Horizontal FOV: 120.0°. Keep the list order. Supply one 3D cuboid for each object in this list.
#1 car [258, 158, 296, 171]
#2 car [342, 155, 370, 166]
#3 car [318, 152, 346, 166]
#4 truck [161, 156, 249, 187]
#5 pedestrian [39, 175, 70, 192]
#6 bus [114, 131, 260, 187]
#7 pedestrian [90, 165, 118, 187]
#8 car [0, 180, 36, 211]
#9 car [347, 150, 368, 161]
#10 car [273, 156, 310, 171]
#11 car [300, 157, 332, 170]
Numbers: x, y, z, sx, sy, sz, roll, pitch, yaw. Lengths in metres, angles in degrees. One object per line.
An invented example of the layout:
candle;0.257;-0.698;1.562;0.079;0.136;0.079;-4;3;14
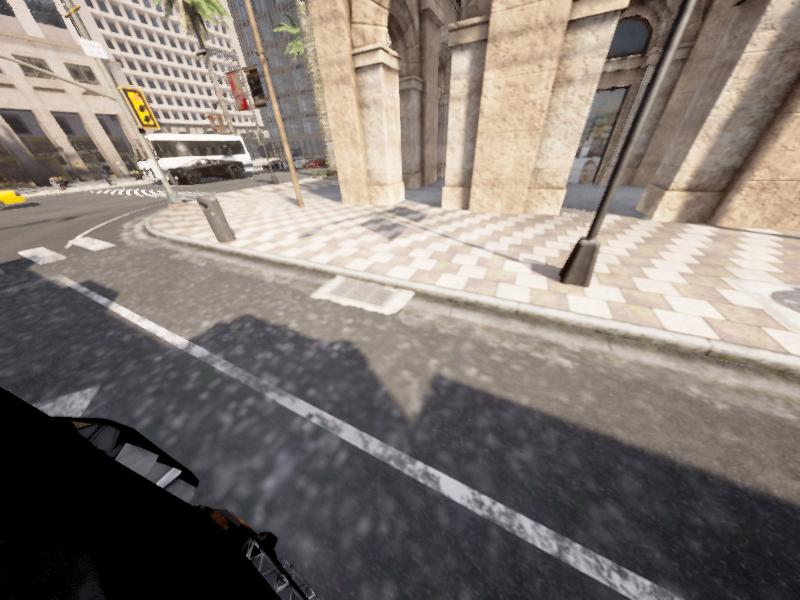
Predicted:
car;-19.359;-21.485;36.562;2.163;1.488;4.792;13;37;23
car;-7.087;-22.878;37.804;1.895;1.301;4.718;13;37;23
car;-12.306;-25.793;42.171;2.097;1.767;4.553;13;37;23
truck;-19.502;-13.266;23.645;2.390;2.098;6.274;13;37;23
pedestrian;-31.578;-10.658;21.126;0.751;1.300;0.751;-4;34;-1
bus;-21.976;-15.506;25.283;3.944;4.253;10.273;14;37;24
pedestrian;-29.738;-12.521;23.270;0.751;1.860;0.751;-16;36;-19
car;-25.937;-5.607;13.124;1.801;1.575;5.366;13;37;23
car;-9.548;-32.861;52.584;2.185;1.767;4.553;13;37;23
car;-16.460;-20.958;35.354;2.242;1.667;4.611;13;37;23
car;-12.689;-20.809;35.089;1.994;1.385;4.181;13;37;23
